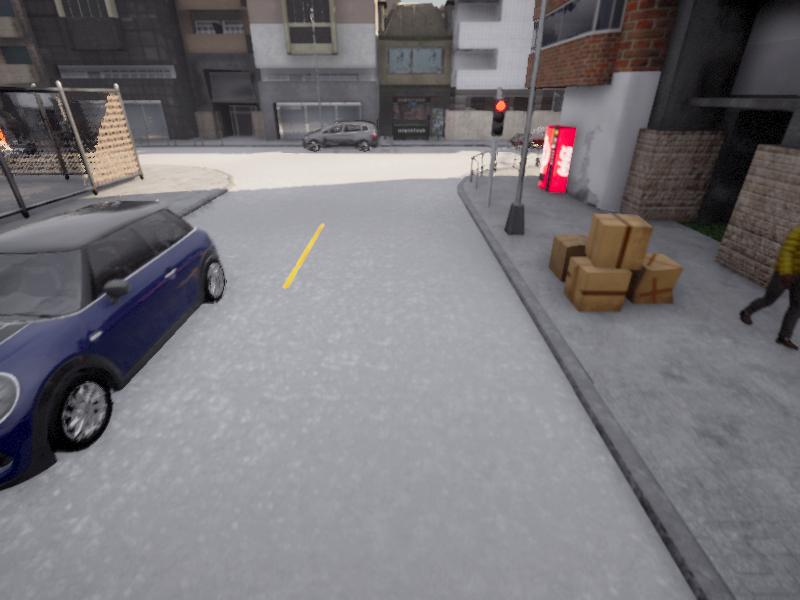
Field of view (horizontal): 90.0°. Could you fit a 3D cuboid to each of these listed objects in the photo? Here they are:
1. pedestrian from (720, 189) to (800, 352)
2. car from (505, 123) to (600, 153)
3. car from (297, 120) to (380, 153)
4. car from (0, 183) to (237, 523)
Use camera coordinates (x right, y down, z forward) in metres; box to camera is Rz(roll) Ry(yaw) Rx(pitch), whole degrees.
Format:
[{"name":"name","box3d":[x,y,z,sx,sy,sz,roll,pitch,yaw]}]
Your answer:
[{"name":"pedestrian","box3d":[4.938,-0.347,4.976,0.751,1.860,0.751,3,27,6]},{"name":"car","box3d":[9.135,-9.896,24.336,4.792,1.488,2.163,0,27,0]},{"name":"car","box3d":[-3.565,-9.952,24.277,4.611,1.667,2.242,0,27,0]},{"name":"car","box3d":[-4.002,-0.052,4.801,2.097,1.767,4.553,0,27,0]}]
